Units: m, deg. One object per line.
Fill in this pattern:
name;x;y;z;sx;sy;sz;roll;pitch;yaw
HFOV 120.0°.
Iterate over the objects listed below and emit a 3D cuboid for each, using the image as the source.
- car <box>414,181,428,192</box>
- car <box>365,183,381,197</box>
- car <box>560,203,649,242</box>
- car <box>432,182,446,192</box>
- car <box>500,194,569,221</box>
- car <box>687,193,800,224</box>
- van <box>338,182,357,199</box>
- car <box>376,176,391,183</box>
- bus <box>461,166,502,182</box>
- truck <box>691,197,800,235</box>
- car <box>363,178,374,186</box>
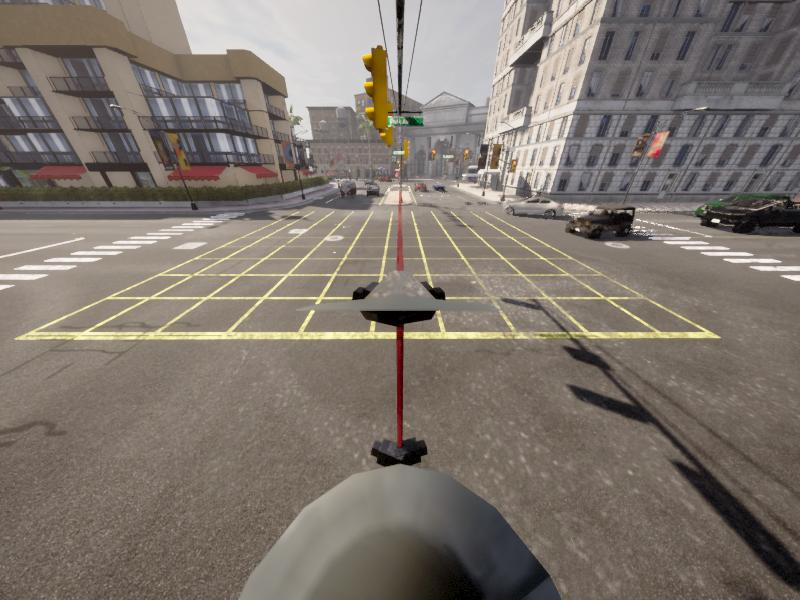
car;3.838;-21.404;43.456;2.152;1.651;5.027;0;30;0
car;-4.180;-17.437;36.565;1.930;1.638;5.238;0;30;0
car;13.081;-5.100;14.946;3.866;1.878;1.905;-7;31;-11
car;7.343;-21.569;44.068;1.895;1.301;4.718;0;30;0
car;12.286;-8.641;21.349;5.027;1.651;2.152;16;34;26
car;28.407;-7.616;19.154;5.566;2.045;2.150;0;30;0
van;-7.688;-16.402;34.427;1.775;1.987;4.442;0;30;0
car;-4.780;-35.305;67.627;3.988;1.617;1.851;14;33;23
bus;23.873;-37.453;68.616;10.273;4.253;3.944;0;30;1
truck;25.367;-5.887;16.103;6.274;2.098;2.390;0;30;0
car;-7.612;-28.903;56.659;2.033;1.411;5.357;0;30;1
